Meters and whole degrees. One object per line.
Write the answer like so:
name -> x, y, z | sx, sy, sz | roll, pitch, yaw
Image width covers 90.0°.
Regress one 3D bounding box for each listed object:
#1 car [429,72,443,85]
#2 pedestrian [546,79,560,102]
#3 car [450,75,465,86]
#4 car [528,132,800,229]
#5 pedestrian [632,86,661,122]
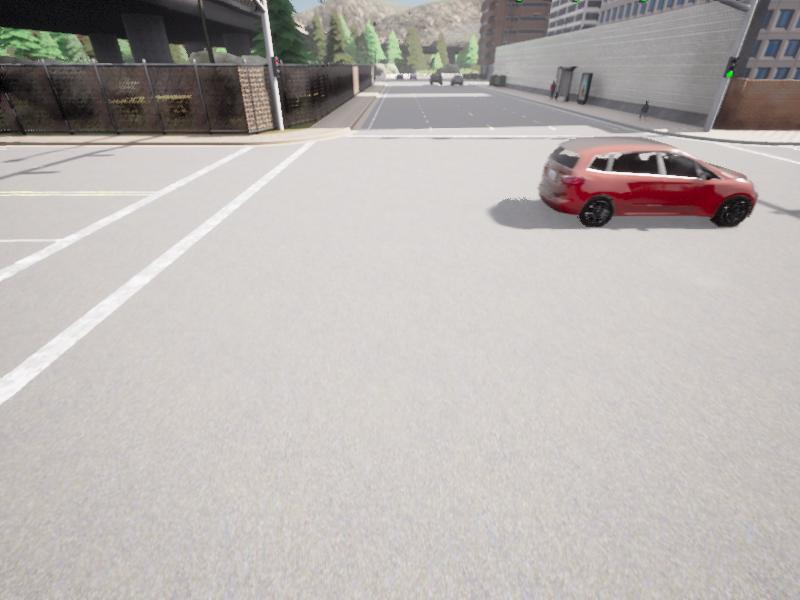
car -> 6.981, -42.871, 77.508 | 2.150, 2.045, 5.566 | 0, 30, 0
pedestrian -> 14.510, -19.900, 37.968 | 0.751, 1.860, 0.751 | 2, 30, 3
car -> 10.481, -40.391, 73.654 | 2.033, 1.649, 4.856 | 0, 30, 0
car -> 5.727, -2.856, 9.334 | 4.611, 1.667, 2.242 | 0, 30, 0
pedestrian -> 14.755, -11.723, 23.952 | 0.751, 1.860, 0.751 | -1, 30, -2
